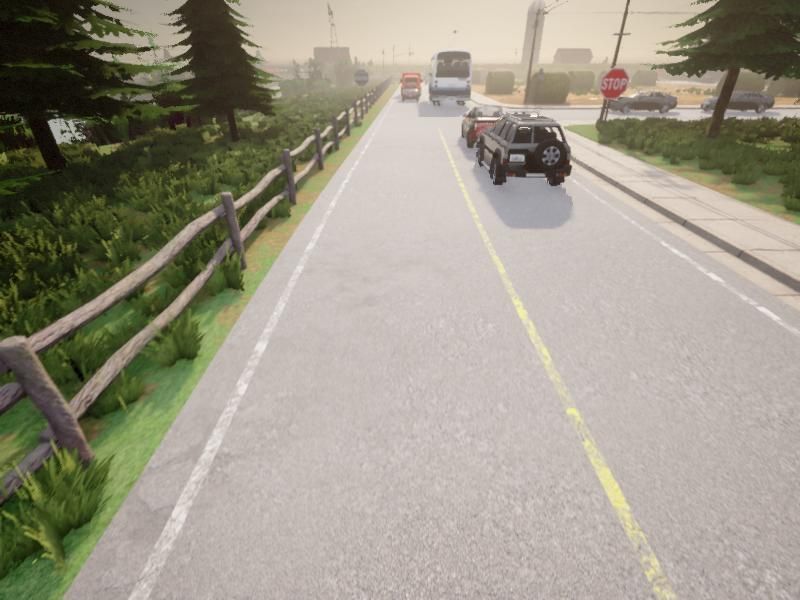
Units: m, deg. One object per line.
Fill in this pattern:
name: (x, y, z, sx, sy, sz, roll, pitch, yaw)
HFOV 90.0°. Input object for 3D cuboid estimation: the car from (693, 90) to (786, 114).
car: (25.788, -15.134, 30.560, 4.902, 1.511, 2.128, -1, 30, -1)

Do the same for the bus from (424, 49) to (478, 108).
bus: (4.387, -20.815, 37.504, 3.944, 4.253, 10.273, 1, 30, 1)

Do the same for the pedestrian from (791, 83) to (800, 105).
pedestrian: (35.184, -18.041, 34.848, 0.751, 1.860, 0.751, -6, 31, -9)

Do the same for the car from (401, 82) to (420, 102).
car: (1.097, -21.446, 41.214, 1.851, 1.617, 3.988, 1, 30, 1)

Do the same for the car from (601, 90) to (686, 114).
car: (18.429, -15.065, 30.440, 4.902, 1.511, 2.128, -1, 30, -1)

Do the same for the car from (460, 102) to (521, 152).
car: (3.881, -7.876, 18.018, 2.007, 1.525, 4.514, 2, 30, 3)

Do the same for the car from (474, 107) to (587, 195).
car: (3.656, -4.745, 12.285, 1.932, 1.855, 4.605, 1, 29, 1)

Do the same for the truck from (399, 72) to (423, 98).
truck: (1.311, -25.295, 46.953, 2.627, 2.467, 5.204, 1, 30, 1)
